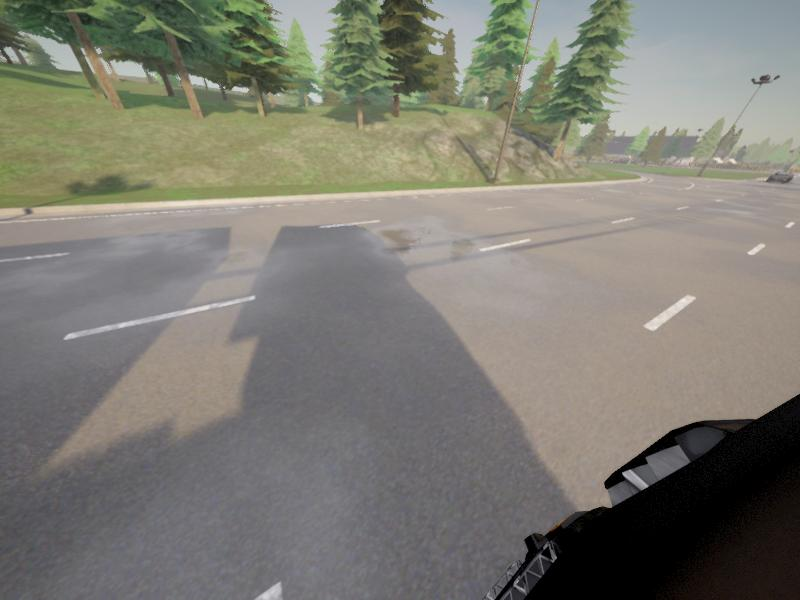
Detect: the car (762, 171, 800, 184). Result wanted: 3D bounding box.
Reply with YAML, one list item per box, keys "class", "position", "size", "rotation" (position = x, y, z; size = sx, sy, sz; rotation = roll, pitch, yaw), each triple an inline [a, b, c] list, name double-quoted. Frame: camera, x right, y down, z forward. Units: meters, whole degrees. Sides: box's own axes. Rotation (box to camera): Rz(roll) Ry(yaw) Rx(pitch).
- class: "car"
  position: [57.445, -18.487, 34.781]
  size: [4.902, 1.511, 2.128]
  rotation: [-16, 38, -26]
